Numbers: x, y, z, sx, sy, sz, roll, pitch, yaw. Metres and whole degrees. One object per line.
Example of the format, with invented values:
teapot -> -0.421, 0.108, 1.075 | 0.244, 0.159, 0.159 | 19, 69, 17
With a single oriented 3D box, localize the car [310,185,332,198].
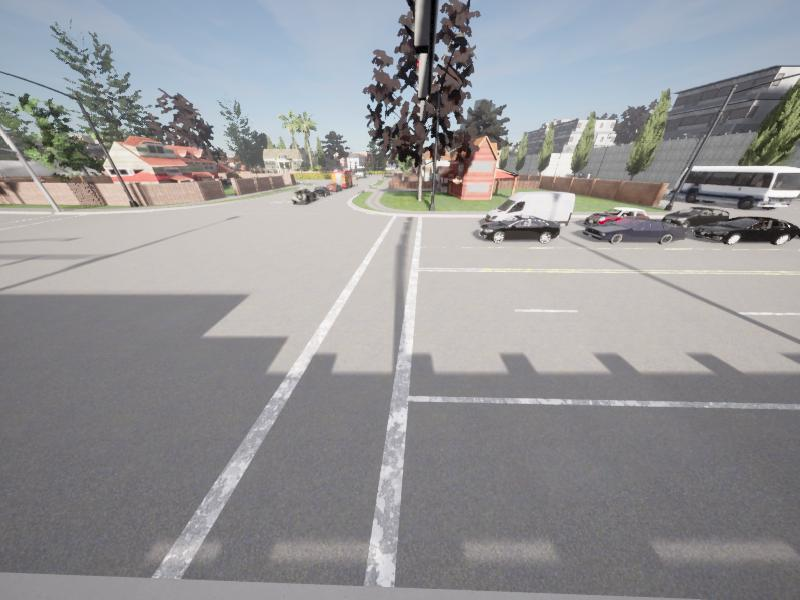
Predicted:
car -> -12.736, -17.738, 37.634 | 1.837, 1.490, 4.892 | 0, 30, 0

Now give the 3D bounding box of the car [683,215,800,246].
car -> 21.824, -4.447, 14.615 | 4.892, 1.490, 1.837 | 1, 30, 1

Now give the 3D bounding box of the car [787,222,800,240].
car -> 28.688, -4.445, 14.579 | 4.514, 1.525, 2.007 | -1, 30, -1

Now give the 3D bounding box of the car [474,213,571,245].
car -> 7.624, -4.622, 14.901 | 4.902, 1.511, 2.128 | 1, 30, 1

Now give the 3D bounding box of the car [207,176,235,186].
car -> -41.730, -27.833, 53.957 | 4.605, 1.855, 1.932 | 0, 30, 0

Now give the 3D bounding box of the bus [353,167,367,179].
bus -> -16.276, -52.890, 95.753 | 3.944, 4.253, 10.273 | 0, 30, 0

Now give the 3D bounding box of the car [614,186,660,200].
car -> 36.410, -16.635, 35.681 | 1.882, 1.535, 5.008 | 0, 30, 1

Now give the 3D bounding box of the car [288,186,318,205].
car -> -12.701, -13.869, 30.551 | 1.932, 1.855, 4.605 | 0, 30, 0

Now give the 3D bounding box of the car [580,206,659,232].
car -> 16.668, -6.258, 17.768 | 3.806, 1.475, 1.970 | 1, 30, 1

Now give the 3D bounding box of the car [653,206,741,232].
car -> 22.480, -6.238, 17.652 | 3.705, 1.549, 1.789 | 0, 30, 1

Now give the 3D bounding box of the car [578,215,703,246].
car -> 15.016, -4.475, 14.763 | 5.357, 1.411, 2.033 | 1, 30, 1

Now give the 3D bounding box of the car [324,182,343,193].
car -> -12.742, -21.678, 44.331 | 2.152, 1.651, 5.027 | 0, 30, 0

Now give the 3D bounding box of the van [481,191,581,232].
van -> 9.682, -6.788, 17.625 | 5.915, 2.561, 1.988 | 1, 30, 1

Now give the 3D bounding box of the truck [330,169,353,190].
truck -> -12.763, -27.017, 51.377 | 2.891, 3.827, 8.468 | 0, 30, 0

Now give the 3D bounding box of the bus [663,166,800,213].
bus -> 39.906, -13.644, 27.787 | 3.944, 4.253, 10.273 | 0, 30, 1
